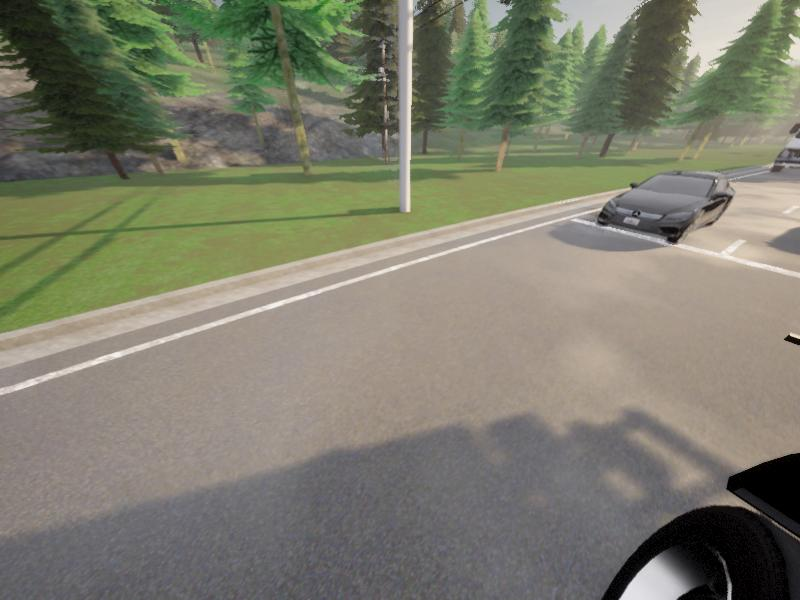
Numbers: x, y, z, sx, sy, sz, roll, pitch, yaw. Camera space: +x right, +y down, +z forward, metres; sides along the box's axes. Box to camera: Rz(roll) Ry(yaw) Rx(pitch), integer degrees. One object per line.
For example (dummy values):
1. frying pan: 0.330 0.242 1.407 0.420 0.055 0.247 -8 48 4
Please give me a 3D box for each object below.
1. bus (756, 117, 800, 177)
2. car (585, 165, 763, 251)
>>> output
1. bus: 31.161 -11.268 15.980 10.273 4.253 3.944 -17 39 -22
2. car: 7.906 -2.899 6.697 4.674 1.442 1.812 -19 39 -24
